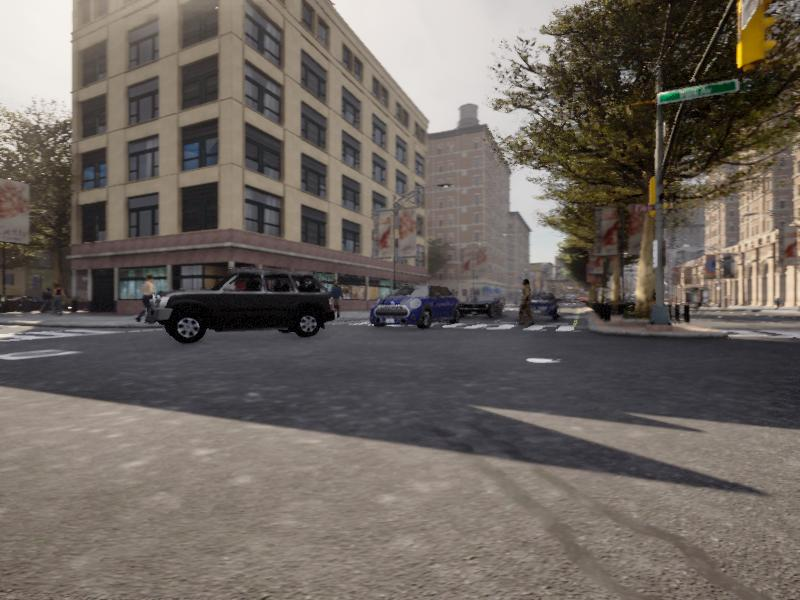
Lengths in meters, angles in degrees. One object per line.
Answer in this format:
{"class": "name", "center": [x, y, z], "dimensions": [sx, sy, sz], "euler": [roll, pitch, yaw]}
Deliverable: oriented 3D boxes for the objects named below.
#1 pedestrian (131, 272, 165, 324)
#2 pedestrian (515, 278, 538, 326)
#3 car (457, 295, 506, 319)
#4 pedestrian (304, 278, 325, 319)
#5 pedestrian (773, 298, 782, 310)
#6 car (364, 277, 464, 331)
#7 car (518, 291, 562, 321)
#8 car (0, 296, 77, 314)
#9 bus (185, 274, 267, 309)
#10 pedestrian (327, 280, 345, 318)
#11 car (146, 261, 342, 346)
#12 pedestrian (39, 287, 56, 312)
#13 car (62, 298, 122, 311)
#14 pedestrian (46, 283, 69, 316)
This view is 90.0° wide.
{"class": "pedestrian", "center": [-9.309, -0.072, 14.792], "dimensions": [0.751, 1.860, 0.751], "euler": [0, 0, 16]}
{"class": "pedestrian", "center": [4.980, 0.076, 15.728], "dimensions": [0.751, 1.860, 0.751], "euler": [0, 0, 28]}
{"class": "car", "center": [5.045, 0.403, 24.340], "dimensions": [1.895, 1.301, 4.718], "euler": [0, 0, 25]}
{"class": "pedestrian", "center": [-3.966, -0.066, 18.513], "dimensions": [0.751, 1.860, 0.751], "euler": [0, 0, 6]}
{"class": "pedestrian", "center": [35.222, 0.342, 37.325], "dimensions": [0.500, 1.100, 0.500], "euler": [0, 0, 25]}
{"class": "car", "center": [0.745, 0.135, 15.770], "dimensions": [2.097, 1.767, 4.553], "euler": [0, 0, 29]}
{"class": "car", "center": [7.691, 0.321, 21.698], "dimensions": [1.812, 1.442, 4.674], "euler": [0, 0, 25]}
{"class": "car", "center": [-31.897, 0.395, 34.964], "dimensions": [2.033, 1.411, 5.357], "euler": [0, 0, 25]}
{"class": "bus", "center": [-23.186, -0.993, 54.209], "dimensions": [3.944, 4.253, 10.273], "euler": [0, 0, 24]}
{"class": "pedestrian", "center": [-3.162, -0.063, 19.862], "dimensions": [0.751, 1.860, 0.751], "euler": [0, 0, 4]}
{"class": "car", "center": [-4.068, 0.083, 10.752], "dimensions": [4.605, 1.855, 1.932], "euler": [0, 0, -34]}
{"class": "pedestrian", "center": [-25.847, -0.031, 29.304], "dimensions": [0.751, 1.860, 0.751], "euler": [0, 0, 32]}
{"class": "car", "center": [-32.351, 0.461, 42.214], "dimensions": [1.895, 1.301, 4.718], "euler": [0, 0, 24]}
{"class": "pedestrian", "center": [-19.714, -0.048, 23.005], "dimensions": [0.751, 1.860, 0.751], "euler": [0, 0, 23]}
